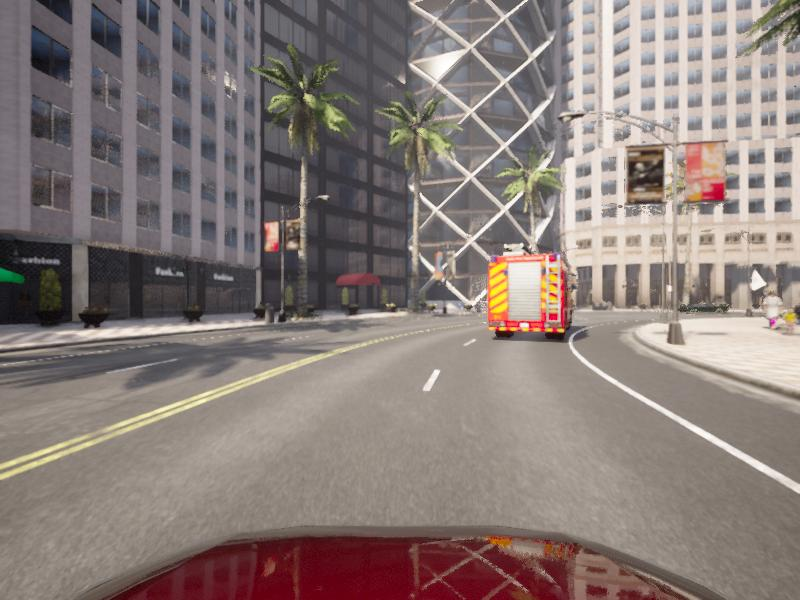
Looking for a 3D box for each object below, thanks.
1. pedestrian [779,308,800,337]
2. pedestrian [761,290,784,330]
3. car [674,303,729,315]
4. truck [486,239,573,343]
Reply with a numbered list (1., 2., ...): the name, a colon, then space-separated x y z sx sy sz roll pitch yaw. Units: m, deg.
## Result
1. pedestrian: 15.352 0.865 15.763 0.500 1.100 0.500 0 0 30
2. pedestrian: 17.793 0.485 19.123 0.751 1.860 0.751 0 0 41
3. car: 33.727 0.944 44.789 4.718 1.301 1.895 0 0 -1
4. truck: 6.518 -0.320 19.074 2.891 3.827 8.468 0 0 25
